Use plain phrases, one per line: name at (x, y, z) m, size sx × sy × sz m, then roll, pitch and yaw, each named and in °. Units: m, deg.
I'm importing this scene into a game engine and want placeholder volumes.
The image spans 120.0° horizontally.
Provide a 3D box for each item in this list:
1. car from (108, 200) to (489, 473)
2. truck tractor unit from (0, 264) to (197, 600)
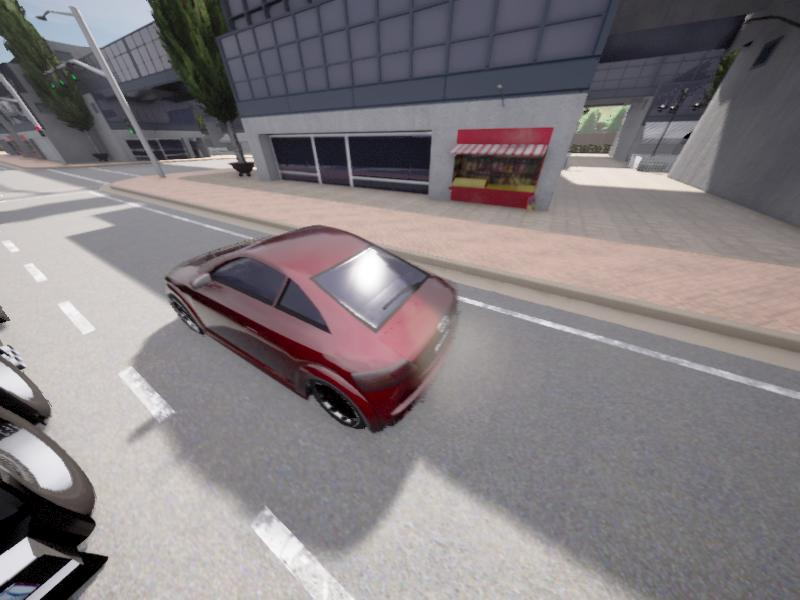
car at (-1.320, -0.204, 3.108) m, size 4.181 × 1.385 × 1.994 m, roll 18°, pitch 39°, yaw 24°
truck tractor unit at (-5.109, -0.303, 0.779) m, size 6.516 × 4.208 × 3.053 m, roll 18°, pitch 39°, yaw 24°
